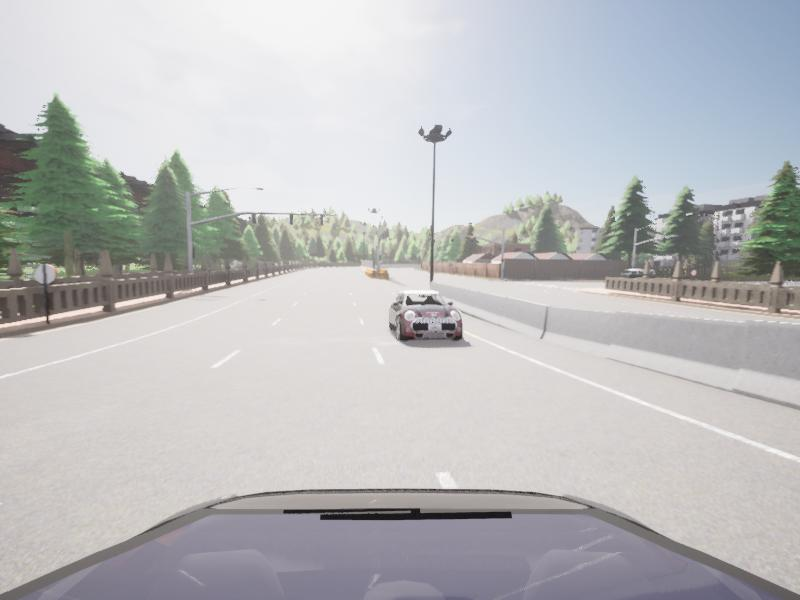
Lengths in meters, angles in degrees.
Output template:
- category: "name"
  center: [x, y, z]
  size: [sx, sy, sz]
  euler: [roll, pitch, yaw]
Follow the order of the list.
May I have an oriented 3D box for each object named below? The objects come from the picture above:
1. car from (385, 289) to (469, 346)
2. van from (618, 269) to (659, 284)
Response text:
- category: "car"
  center: [0.705, 0.453, 13.190]
  size: [1.970, 1.475, 3.806]
  euler: [0, 3, -9]
- category: "van"
  center: [33.603, -3.361, 56.421]
  size: [4.480, 2.038, 2.069]
  euler: [0, 6, -7]
